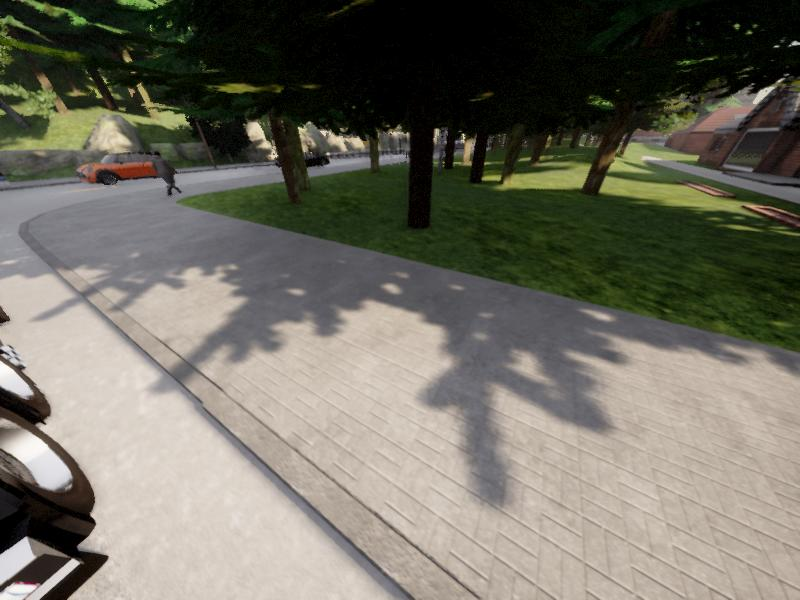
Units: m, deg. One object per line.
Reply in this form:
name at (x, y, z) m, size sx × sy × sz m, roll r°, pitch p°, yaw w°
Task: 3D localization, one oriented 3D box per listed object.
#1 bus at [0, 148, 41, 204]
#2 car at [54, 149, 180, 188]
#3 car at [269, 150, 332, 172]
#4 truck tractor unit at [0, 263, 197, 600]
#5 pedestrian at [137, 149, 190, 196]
bus at (-18.909, -3.813, 5.924) m, size 3.944 × 4.253 × 10.273 m, roll -8°, pitch 35°, yaw -9°
car at (-18.181, -8.826, 15.265) m, size 2.097 × 1.767 × 4.553 m, roll 14°, pitch 38°, yaw 20°
car at (-9.257, -13.435, 22.158) m, size 2.033 × 1.411 × 5.357 m, roll 18°, pitch 39°, yaw 24°
truck tractor unit at (-5.111, -0.300, 0.779) m, size 6.516 × 4.208 × 3.053 m, roll 18°, pitch 39°, yaw 24°
pedestrian at (-10.917, -5.928, 10.760) m, size 0.751 × 1.860 × 0.751 m, roll -1°, pitch 35°, yaw 0°
